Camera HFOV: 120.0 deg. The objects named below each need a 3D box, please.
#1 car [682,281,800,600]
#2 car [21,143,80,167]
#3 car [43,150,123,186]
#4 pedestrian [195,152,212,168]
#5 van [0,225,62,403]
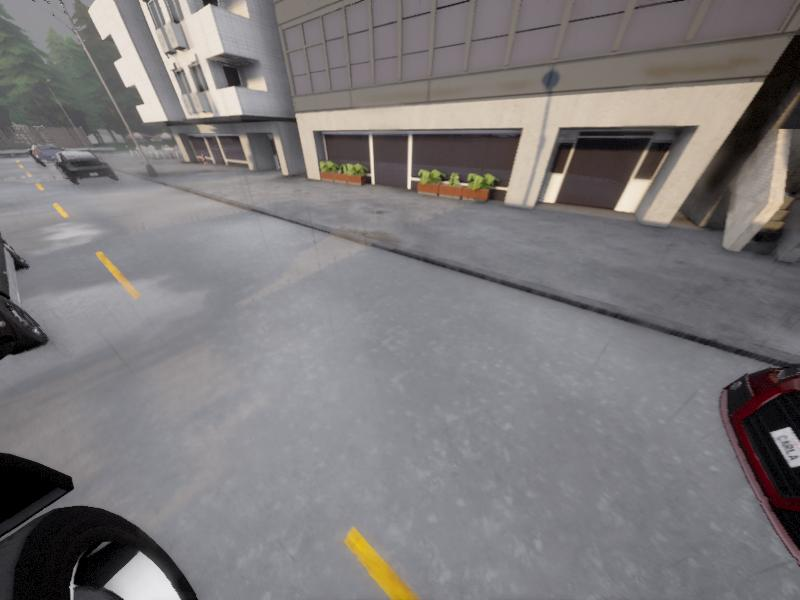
[{"bbox_3d":[4.354,1.534,0.580,4.181,1.385,1.994,22,41,28],"label":"car"},{"bbox_3d":[-32.424,-13.521,21.424,5.027,1.651,2.152,22,41,28],"label":"car"},{"bbox_3d":[-18.986,-8.002,13.812,4.892,1.490,1.837,22,41,28],"label":"car"},{"bbox_3d":[-15.990,-11.418,18.845,0.500,1.100,0.500,15,38,19],"label":"pedestrian"},{"bbox_3d":[-6.884,-0.696,2.640,5.915,2.561,1.988,22,41,28],"label":"van"}]
